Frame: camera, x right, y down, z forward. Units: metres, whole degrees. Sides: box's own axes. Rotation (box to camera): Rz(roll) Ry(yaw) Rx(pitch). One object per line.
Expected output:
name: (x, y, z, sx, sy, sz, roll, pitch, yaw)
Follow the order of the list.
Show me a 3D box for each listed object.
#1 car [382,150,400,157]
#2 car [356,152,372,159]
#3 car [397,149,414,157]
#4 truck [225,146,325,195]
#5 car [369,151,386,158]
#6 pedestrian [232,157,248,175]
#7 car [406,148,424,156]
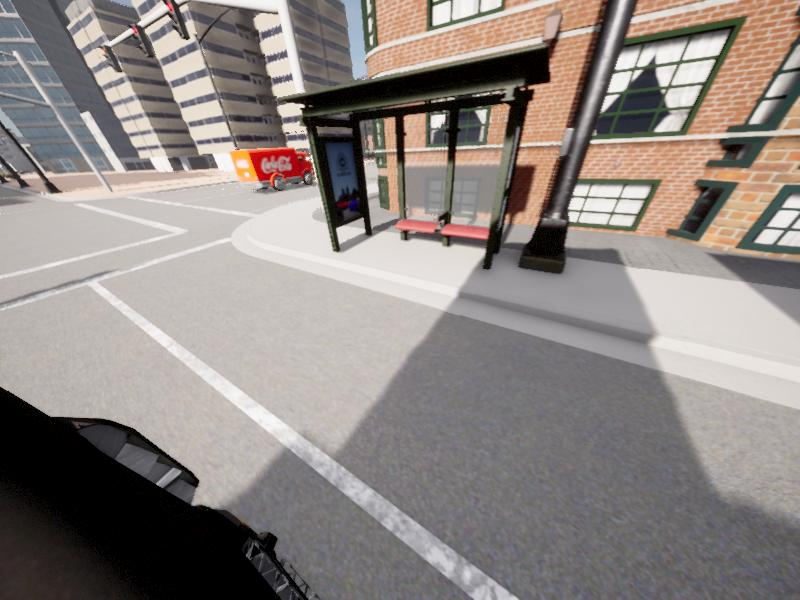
car: (-2.724, -45.491, 71.847, 5.357, 1.411, 2.033, 14, 37, 26)
car: (-11.815, -47.753, 76.328, 4.792, 1.488, 2.163, 14, 37, 26)
car: (1.529, -42.263, 66.405, 4.674, 1.442, 1.812, 14, 37, 25)
truck: (-8.496, -9.331, 16.447, 2.627, 2.467, 5.204, 17, 38, 27)
car: (-6.924, -44.452, 70.509, 4.856, 1.649, 2.033, 14, 37, 26)
pedestrian: (-19.973, -16.784, 28.911, 0.751, 1.860, 0.751, 12, 36, 21)
car: (4.492, -43.737, 68.266, 5.008, 1.535, 1.882, 14, 37, 25)
